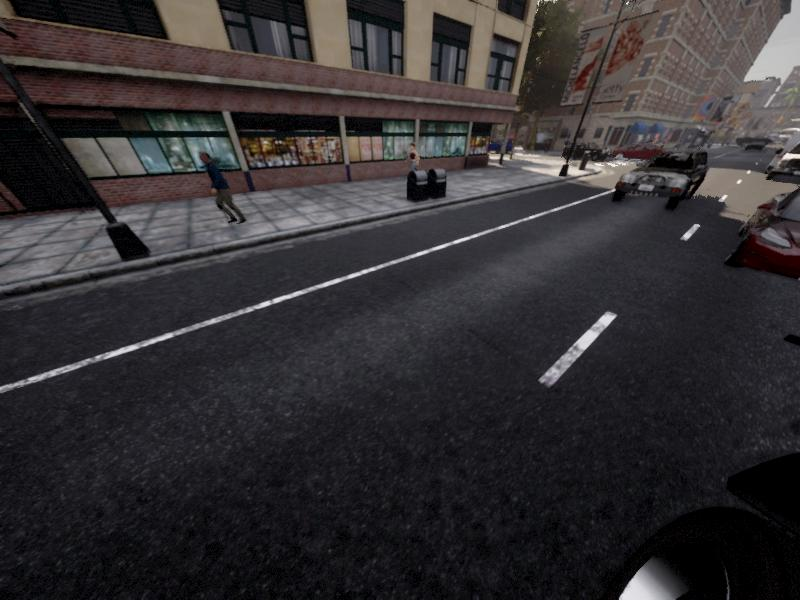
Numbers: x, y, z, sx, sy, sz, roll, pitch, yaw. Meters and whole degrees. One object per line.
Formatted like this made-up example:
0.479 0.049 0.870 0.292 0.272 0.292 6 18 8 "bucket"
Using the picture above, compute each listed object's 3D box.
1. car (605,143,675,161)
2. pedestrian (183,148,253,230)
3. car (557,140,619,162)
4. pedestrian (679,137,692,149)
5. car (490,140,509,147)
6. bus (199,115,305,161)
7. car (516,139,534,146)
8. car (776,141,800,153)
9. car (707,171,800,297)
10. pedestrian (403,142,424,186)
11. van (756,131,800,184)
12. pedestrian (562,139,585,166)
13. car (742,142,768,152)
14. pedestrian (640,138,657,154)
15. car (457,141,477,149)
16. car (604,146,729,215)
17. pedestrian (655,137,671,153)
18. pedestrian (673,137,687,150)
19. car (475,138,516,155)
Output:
26.662 -16.641 25.953 5.008 1.535 1.882 13 38 19 "car"
-4.869 -3.001 6.277 0.751 1.860 0.751 -29 44 -34 "pedestrian"
20.690 -16.638 25.698 1.932 1.855 4.605 -21 40 -27 "car"
55.519 -30.631 44.972 0.751 1.860 0.751 -21 40 -26 "pedestrian"
26.266 -41.277 60.947 4.902 1.511 2.128 -23 41 -29 "car"
-18.476 -20.733 29.738 10.273 4.253 3.944 -23 41 -29 "bus"
36.158 -45.618 66.853 5.238 1.638 1.930 -23 41 -29 "car"
60.472 -23.680 35.749 4.674 1.442 1.812 -23 41 -29 "car"
8.755 -1.489 4.666 4.792 1.488 2.163 -23 41 -29 "car"
0.662 -6.961 11.847 0.751 1.860 0.751 -19 39 -24 "pedestrian"
24.769 -8.754 14.018 6.366 2.431 2.351 -23 41 -29 "van"
14.520 -12.357 19.387 0.751 1.860 0.751 -23 41 -29 "pedestrian"
61.176 -26.434 39.768 4.718 1.301 1.895 -23 41 -29 "car"
33.476 -20.746 31.132 0.751 1.860 0.751 28 44 34 "pedestrian"
15.805 -36.716 54.682 4.718 1.301 1.895 -23 41 -29 "car"
10.672 -4.984 9.256 4.605 1.855 1.932 -23 41 -29 "car"
37.281 -21.921 32.768 0.751 1.860 0.751 -25 42 -31 "pedestrian"
50.032 -28.010 41.300 0.751 1.860 0.751 -22 41 -28 "pedestrian"
15.013 -24.474 36.699 2.150 2.045 5.566 -24 41 -29 "car"
